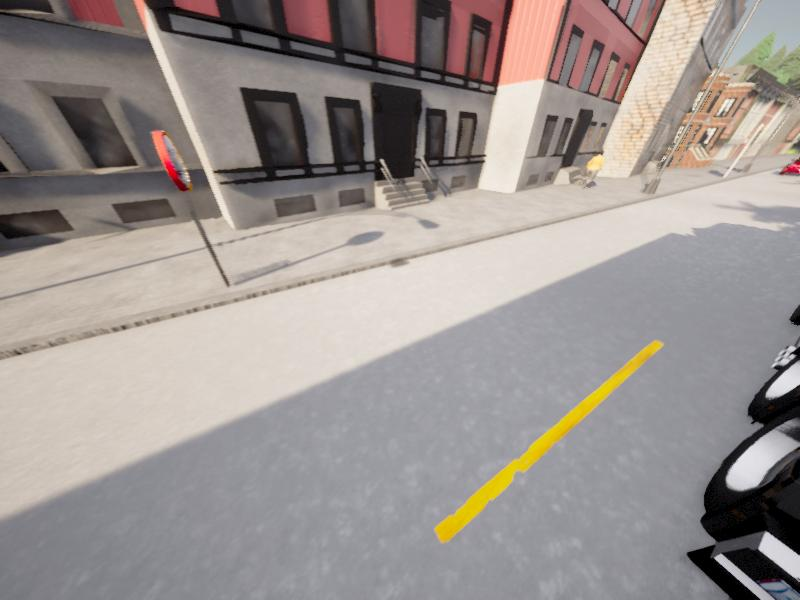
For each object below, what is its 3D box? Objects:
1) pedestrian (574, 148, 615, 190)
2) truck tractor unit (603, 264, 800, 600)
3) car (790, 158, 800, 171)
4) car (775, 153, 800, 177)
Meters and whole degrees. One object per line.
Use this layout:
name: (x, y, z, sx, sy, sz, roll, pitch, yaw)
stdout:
pedestrian: (10.106, -6.833, 12.065, 0.751, 1.860, 0.751, -17, 38, -23)
truck tractor unit: (5.109, -0.301, 0.791, 6.516, 4.208, 3.053, -18, 39, -24)
car: (40.578, -13.593, 22.110, 5.566, 2.045, 2.150, -18, 39, -24)
car: (33.480, -11.066, 18.871, 4.514, 1.525, 2.007, -18, 39, -24)
